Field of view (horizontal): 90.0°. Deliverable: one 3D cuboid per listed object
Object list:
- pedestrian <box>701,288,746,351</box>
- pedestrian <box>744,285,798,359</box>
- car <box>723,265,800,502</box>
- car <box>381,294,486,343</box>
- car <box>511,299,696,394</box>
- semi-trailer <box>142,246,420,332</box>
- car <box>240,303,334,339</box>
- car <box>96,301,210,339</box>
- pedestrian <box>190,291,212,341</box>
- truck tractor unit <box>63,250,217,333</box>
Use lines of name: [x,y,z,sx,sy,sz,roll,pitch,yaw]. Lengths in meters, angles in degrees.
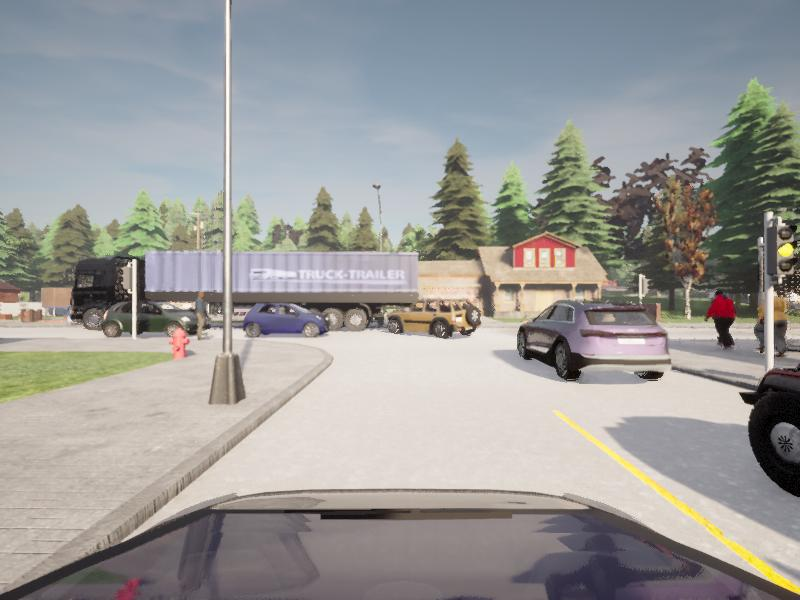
pedestrian: [9.795,0.567,12.135,0.751,1.860,0.751,0,0,-2]
pedestrian: [9.762,0.562,10.559,0.751,1.860,0.751,0,0,4]
car: [4.093,0.656,1.982,1.905,1.878,3.866,0,0,1]
car: [1.398,0.762,18.418,1.932,1.855,4.605,-5,3,-43]
car: [4.256,0.812,9.495,2.033,1.649,4.856,0,0,2]
semi-trailer: [-6.122,-0.553,21.882,14.254,4.402,2.717,0,-1,0]
car: [-4.939,0.884,17.817,3.633,1.501,1.845,0,0,1]
car: [-10.950,0.843,17.947,3.988,1.617,1.851,0,0,1]
pedestrian: [-7.594,0.583,15.252,0.751,1.860,0.751,0,0,-28]
truck tractor unit: [-14.030,-0.450,21.970,6.516,4.208,3.053,0,0,3]
